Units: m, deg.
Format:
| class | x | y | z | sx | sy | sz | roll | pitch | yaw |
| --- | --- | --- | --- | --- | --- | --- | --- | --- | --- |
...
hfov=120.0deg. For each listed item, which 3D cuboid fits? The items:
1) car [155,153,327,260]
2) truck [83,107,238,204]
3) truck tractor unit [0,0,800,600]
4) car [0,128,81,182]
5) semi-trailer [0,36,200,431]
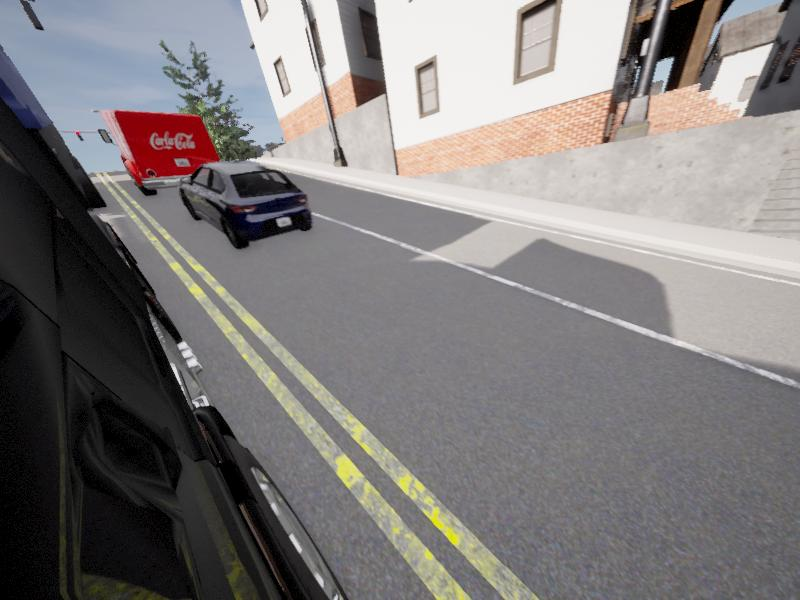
| class | x | y | z | sx | sy | sz | roll | pitch | yaw |
| --- | --- | --- | --- | --- | --- | --- | --- | --- | --- |
| car | -3.951 | -2.587 | 5.689 | 4.193 | 1.474 | 1.816 | 27 | 43 | 31 |
| truck | -9.267 | -5.739 | 9.009 | 5.204 | 2.467 | 2.627 | 28 | 43 | 30 |
| truck tractor unit | -2.645 | -0.295 | 0.351 | 6.516 | 4.208 | 3.053 | 28 | 44 | 30 |
| car | -17.233 | -6.778 | 10.807 | 4.553 | 1.767 | 2.097 | 24 | 42 | 33 |
| semi-trailer | -8.679 | -3.570 | 4.316 | 14.254 | 4.402 | 2.717 | 28 | 43 | 31 |
